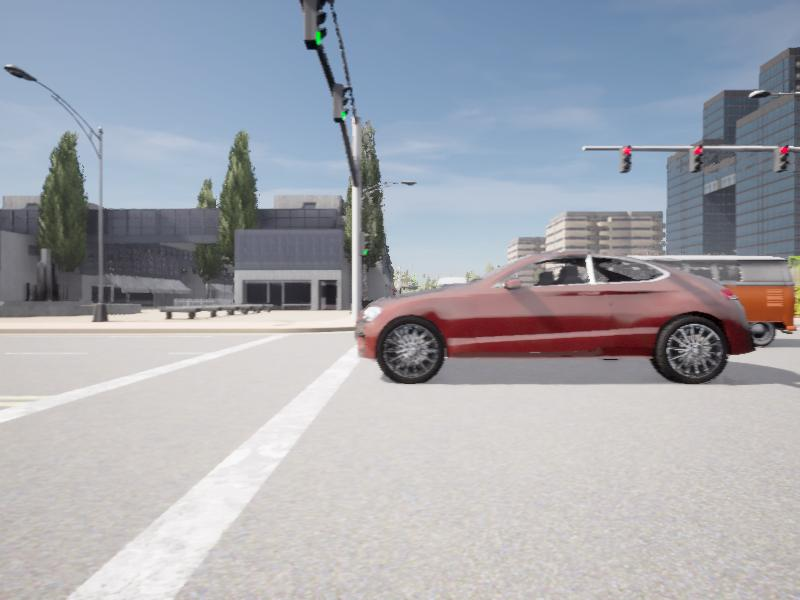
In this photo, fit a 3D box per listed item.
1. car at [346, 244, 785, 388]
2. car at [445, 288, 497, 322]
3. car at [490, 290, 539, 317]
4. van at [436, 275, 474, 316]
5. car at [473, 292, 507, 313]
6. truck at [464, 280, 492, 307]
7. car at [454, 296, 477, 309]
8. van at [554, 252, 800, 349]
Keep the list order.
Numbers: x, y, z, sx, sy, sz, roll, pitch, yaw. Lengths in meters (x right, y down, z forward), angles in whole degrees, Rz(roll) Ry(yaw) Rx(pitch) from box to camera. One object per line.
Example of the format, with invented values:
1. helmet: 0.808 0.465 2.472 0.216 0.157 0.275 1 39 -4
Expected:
1. car: 1.899 0.180 5.664 5.027 1.651 2.152 0 0 0
2. car: 3.451 0.227 20.211 2.007 1.525 4.514 0 0 2
3. car: 7.139 0.199 25.538 1.801 1.575 5.366 0 0 3
4. van: 3.668 -0.280 27.613 1.988 2.561 5.915 0 0 2
5. car: 7.360 0.199 33.198 1.801 1.575 5.366 0 0 2
6. truck: 11.836 -0.925 61.217 2.891 3.827 8.468 0 0 2
7. car: 7.876 0.248 48.484 2.163 1.488 4.792 0 0 2
8. van: 6.087 -0.003 9.122 4.442 1.987 1.775 0 0 1
